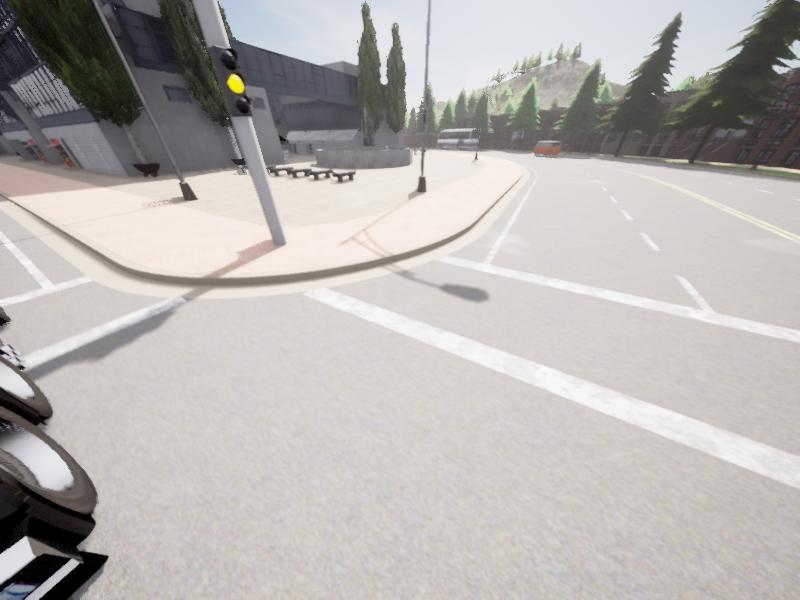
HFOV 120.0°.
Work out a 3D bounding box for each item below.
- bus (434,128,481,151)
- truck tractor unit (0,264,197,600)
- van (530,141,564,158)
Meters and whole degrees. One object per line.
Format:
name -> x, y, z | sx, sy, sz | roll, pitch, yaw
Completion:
bus -> 13.699, -39.222, 56.528 | 3.944, 4.253, 10.273 | -28, 43, -33
truck tractor unit -> -5.115, -0.295, 0.781 | 6.516, 4.208, 3.053 | 18, 39, 24
van -> 21.916, -22.740, 34.741 | 1.775, 1.987, 4.442 | -3, 35, -5
